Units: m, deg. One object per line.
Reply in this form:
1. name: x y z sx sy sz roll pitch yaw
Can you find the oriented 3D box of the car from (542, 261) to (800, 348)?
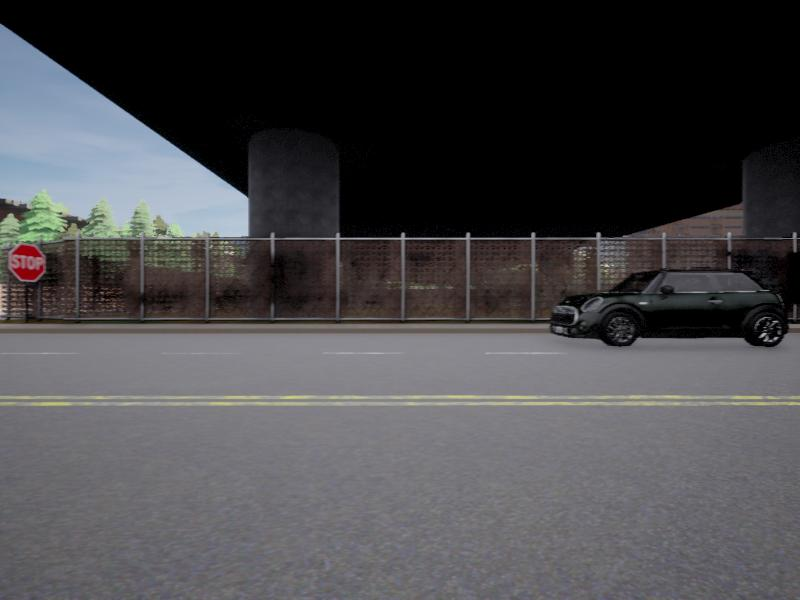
1. car: 5.924 0.094 9.201 4.553 1.767 2.097 0 0 0
